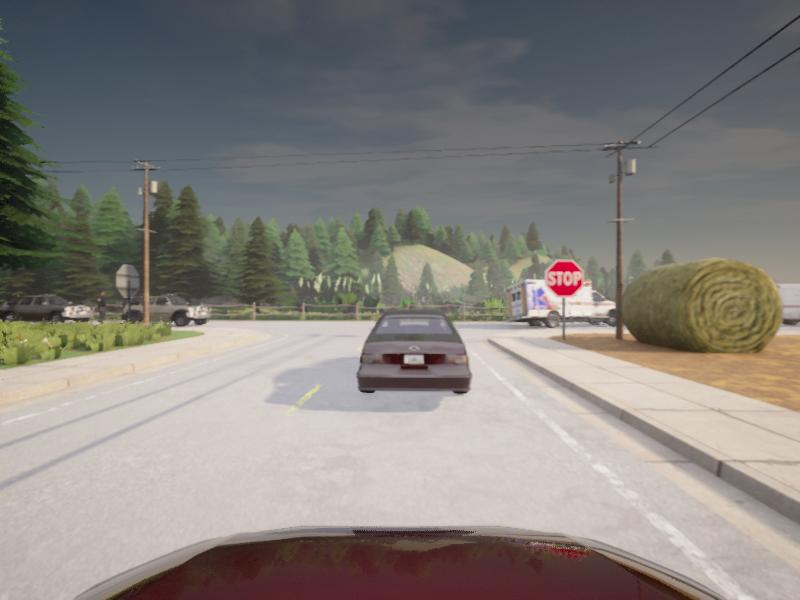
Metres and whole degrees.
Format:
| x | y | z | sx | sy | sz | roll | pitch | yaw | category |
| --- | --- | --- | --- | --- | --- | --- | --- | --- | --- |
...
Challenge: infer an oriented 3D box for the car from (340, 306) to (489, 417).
| x | y | z | sx | sy | sz | roll | pitch | yaw | category |
| --- | --- | --- | --- | --- | --- | --- | --- | --- | --- |
| 0.287 | 0.882 | 8.153 | 2.033 | 1.411 | 5.357 | 0 | 0 | 2 | car |

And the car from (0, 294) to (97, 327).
| x | y | z | sx | sy | sz | roll | pitch | yaw | category |
| --- | --- | --- | --- | --- | --- | --- | --- | --- | --- |
| -21.040 | 0.581 | 23.857 | 4.605 | 1.855 | 1.932 | 0 | 0 | 4 | car |

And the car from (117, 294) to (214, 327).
| x | y | z | sx | sy | sz | roll | pitch | yaw | category |
| --- | --- | --- | --- | --- | --- | --- | --- | --- | --- |
| -13.511 | 0.582 | 23.198 | 4.605 | 1.855 | 1.932 | 0 | 0 | 7 | car |

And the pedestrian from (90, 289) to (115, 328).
| x | y | z | sx | sy | sz | roll | pitch | yaw | category |
| --- | --- | --- | --- | --- | --- | --- | --- | --- | --- |
| -14.624 | 0.420 | 19.656 | 0.751 | 1.860 | 0.751 | 0 | 0 | -14 | pedestrian |

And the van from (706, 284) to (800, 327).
| x | y | z | sx | sy | sz | roll | pitch | yaw | category |
| --- | --- | --- | --- | --- | --- | --- | --- | --- | --- |
| 22.362 | 0.304 | 23.788 | 6.366 | 2.431 | 2.351 | 0 | 0 | 5 | van |

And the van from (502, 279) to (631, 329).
| x | y | z | sx | sy | sz | roll | pitch | yaw | category |
| --- | --- | --- | --- | --- | --- | --- | --- | --- | --- |
| 9.346 | 0.317 | 22.728 | 6.366 | 2.431 | 2.351 | 0 | -10 | -11 | van |
